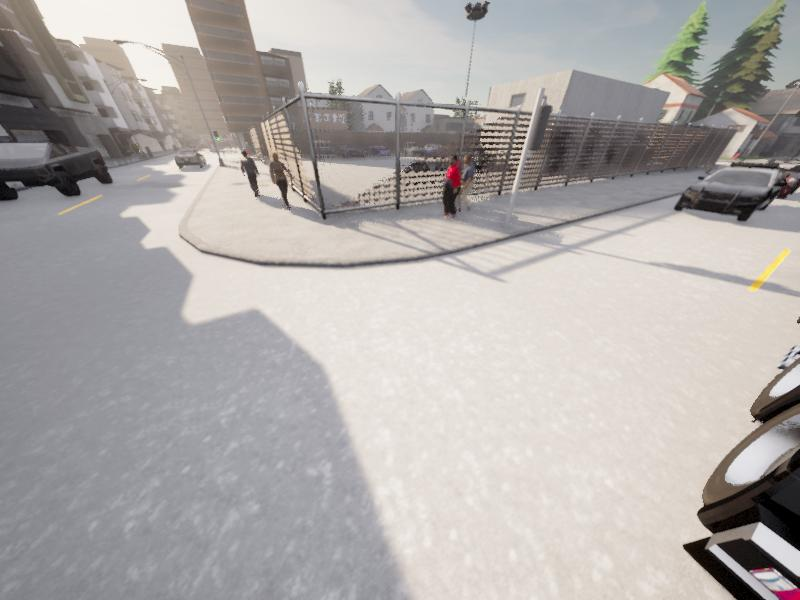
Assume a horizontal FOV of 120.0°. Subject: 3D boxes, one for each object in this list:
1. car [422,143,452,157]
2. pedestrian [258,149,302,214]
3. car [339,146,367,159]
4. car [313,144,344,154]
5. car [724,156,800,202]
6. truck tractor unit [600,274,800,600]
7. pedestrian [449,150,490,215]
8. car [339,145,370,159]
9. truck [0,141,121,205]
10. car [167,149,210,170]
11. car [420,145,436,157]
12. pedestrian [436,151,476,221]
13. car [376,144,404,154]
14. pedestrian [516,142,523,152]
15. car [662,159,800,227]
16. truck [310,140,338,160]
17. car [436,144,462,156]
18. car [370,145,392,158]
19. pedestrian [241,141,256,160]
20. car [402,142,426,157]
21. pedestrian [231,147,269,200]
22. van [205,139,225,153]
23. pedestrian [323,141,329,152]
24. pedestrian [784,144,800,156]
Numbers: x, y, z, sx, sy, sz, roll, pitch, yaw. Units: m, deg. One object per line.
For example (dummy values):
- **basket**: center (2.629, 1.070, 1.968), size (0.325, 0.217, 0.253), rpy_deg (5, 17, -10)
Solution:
- **car**: center (5.923, -24.529, 37.708), size (2.242, 1.667, 4.611), rpy_deg (-18, 39, -24)
- **pedestrian**: center (-4.061, -4.045, 7.910), size (0.751, 1.860, 0.751), rpy_deg (-23, 41, -29)
- **car**: center (-6.663, -20.831, 32.515), size (2.033, 1.415, 5.357), rpy_deg (-18, 39, -24)
- **car**: center (-13.338, -28.236, 43.131), size (4.902, 1.511, 2.128), rpy_deg (-19, 39, -25)
- **car**: center (19.020, -6.237, 11.707), size (3.988, 1.617, 1.851), rpy_deg (-18, 39, -25)
- **truck tractor unit**: center (5.127, -0.284, 0.758), size (6.516, 4.208, 3.053), rpy_deg (-18, 39, -23)
- **pedestrian**: center (2.296, -3.960, 7.839), size (0.751, 1.860, 0.751), rpy_deg (-7, 36, -10)
- **car**: center (-6.387, -20.874, 32.454), size (3.705, 1.547, 1.789), rpy_deg (-18, 39, -24)
- **truck**: center (-17.196, -6.515, 11.383), size (2.390, 2.098, 6.274), rpy_deg (-18, 39, -25)
- **car**: center (-19.814, -13.398, 21.866), size (2.033, 1.411, 5.357), rpy_deg (-18, 39, -24)
- **car**: center (4.383, -23.539, 36.456), size (1.481, 1.379, 2.207), rpy_deg (-18, 39, -24)
- **pedestrian**: center (1.685, -3.558, 7.257), size (0.751, 1.860, 0.751), rpy_deg (-6, 35, -9)
- **car**: center (-1.981, -29.262, 44.698), size (4.902, 1.511, 2.128), rpy_deg (-18, 39, -24)
- **pedestrian**: center (26.181, -33.578, 50.776), size (0.751, 1.860, 0.751), rpy_deg (21, 40, 27)
- **car**: center (12.781, -4.267, 8.797), size (5.238, 1.638, 1.930), rpy_deg (-18, 39, -25)
- **truck**: center (-10.174, -20.050, 30.820), size (2.069, 2.038, 4.478), rpy_deg (-18, 39, -24)
- **car**: center (8.301, -25.735, 39.578), size (1.816, 1.474, 4.193), rpy_deg (-18, 39, -24)
- **car**: center (-2.816, -22.407, 34.703), size (1.845, 1.501, 3.633), rpy_deg (-18, 39, -24)
- **pedestrian**: center (-18.384, -18.137, 28.055), size (0.751, 1.860, 0.751), rpy_deg (-8, 36, -11)
- **car**: center (2.080, -23.530, 36.058), size (1.905, 1.878, 3.866), rpy_deg (-18, 39, -24)
- **pedestrian**: center (-6.257, -5.301, 9.696), size (0.751, 1.860, 0.751), rpy_deg (-17, 38, -23)
- **van**: center (-38.816, -32.534, 48.659), size (2.351, 2.431, 6.366), rpy_deg (-18, 39, -24)
- **pedestrian**: center (-15.206, -31.733, 47.610), size (0.751, 1.860, 0.751), rpy_deg (-19, 39, -26)
- **pedestrian**: center (68.455, -26.097, 40.188), size (0.751, 1.860, 0.751), rpy_deg (-19, 39, -26)
